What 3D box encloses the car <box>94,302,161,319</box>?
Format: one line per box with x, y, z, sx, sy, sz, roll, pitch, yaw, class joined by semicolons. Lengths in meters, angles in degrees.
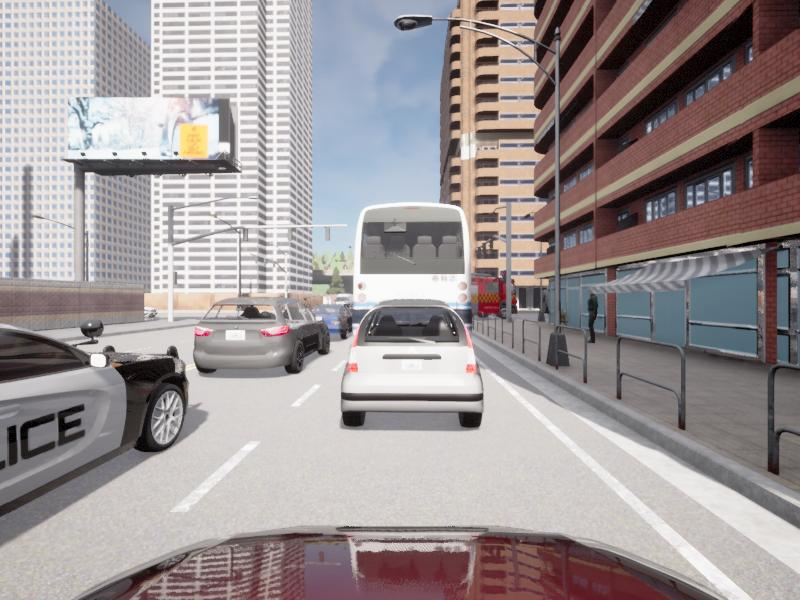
-23.788;0.870;35.048;4.674;1.442;1.812;0;0;2;car

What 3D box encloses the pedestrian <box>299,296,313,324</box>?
-6.324;0.637;26.850;0.751;1.860;0.751;0;0;4;pedestrian

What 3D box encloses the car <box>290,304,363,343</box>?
-2.979;0.895;17.527;2.033;1.411;5.357;0;0;2;car

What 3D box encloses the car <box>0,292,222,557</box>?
-3.426;0.771;2.773;1.930;1.638;5.238;0;0;2;car

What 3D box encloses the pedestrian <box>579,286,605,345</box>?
6.302;0.485;13.172;0.751;1.860;0.751;0;0;24;pedestrian

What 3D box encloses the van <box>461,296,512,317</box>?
8.010;0.598;37.506;4.442;1.987;1.775;0;0;2;van

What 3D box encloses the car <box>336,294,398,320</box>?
-2.772;0.569;35.087;2.150;2.045;5.566;0;0;39;car

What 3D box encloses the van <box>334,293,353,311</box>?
-8.660;0.322;61.725;1.988;2.561;5.915;0;0;2;van

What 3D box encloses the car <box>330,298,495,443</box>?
0.191;0.788;6.481;1.851;1.617;3.988;0;0;2;car

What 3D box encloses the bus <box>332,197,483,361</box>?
0.342;-0.534;15.571;3.944;4.253;10.273;0;0;2;bus

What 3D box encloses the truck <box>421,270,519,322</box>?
5.943;-0.321;33.007;8.468;3.827;2.891;0;0;-36;truck

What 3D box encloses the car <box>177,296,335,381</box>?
-3.202;0.756;10.151;2.242;1.667;4.611;0;0;2;car

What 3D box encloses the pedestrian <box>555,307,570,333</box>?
7.089;0.882;17.468;0.500;1.100;0.500;0;0;5;pedestrian
